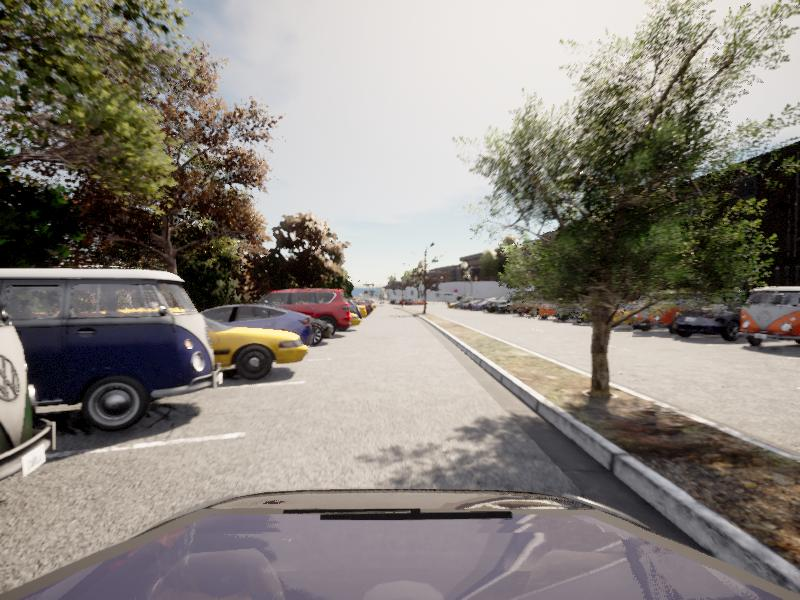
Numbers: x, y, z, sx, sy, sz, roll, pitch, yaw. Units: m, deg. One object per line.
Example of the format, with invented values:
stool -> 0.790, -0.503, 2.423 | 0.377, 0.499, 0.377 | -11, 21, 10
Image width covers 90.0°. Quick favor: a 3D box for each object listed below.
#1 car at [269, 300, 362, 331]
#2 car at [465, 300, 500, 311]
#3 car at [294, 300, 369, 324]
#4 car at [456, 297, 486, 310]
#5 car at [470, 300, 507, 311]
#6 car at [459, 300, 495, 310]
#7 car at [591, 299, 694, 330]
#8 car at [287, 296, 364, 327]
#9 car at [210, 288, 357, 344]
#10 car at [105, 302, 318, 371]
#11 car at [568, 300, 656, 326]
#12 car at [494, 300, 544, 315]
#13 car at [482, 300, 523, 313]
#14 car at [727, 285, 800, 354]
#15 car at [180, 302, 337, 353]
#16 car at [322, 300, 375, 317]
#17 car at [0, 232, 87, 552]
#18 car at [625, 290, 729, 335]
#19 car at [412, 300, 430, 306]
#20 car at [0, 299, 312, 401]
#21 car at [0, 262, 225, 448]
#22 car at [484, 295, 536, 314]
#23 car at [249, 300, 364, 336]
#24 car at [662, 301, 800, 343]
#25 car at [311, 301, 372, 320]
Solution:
car -> -4.852, 0.816, 22.900 | 4.892, 1.521, 2.231 | -1, 0, -20
car -> 12.051, 0.792, 58.452 | 4.674, 1.452, 2.002 | 1, 0, -24
car -> -4.921, 0.812, 28.834 | 5.008, 1.535, 2.097 | -1, 0, -21
car -> 11.491, 0.519, 64.422 | 4.442, 1.987, 1.878 | 1, 0, -25
car -> 12.264, 0.795, 55.435 | 4.674, 1.452, 2.002 | 1, 0, -24
car -> 11.841, 0.750, 61.463 | 4.892, 1.521, 2.231 | 1, 0, -25
car -> 13.529, 0.789, 22.306 | 5.366, 1.575, 1.946 | 1, 0, -20
car -> -4.860, 0.688, 25.878 | 4.553, 1.767, 2.185 | -1, 0, -21
car -> -4.858, 0.567, 16.946 | 5.566, 2.045, 2.435 | -1, 0, -20
car -> -4.853, 0.852, 10.995 | 4.792, 1.488, 2.163 | -1, 0, -20
car -> 13.346, 0.787, 25.249 | 5.008, 1.535, 2.097 | 1, 0, -21
car -> 12.911, 0.768, 43.367 | 5.008, 1.535, 2.097 | 1, 0, -23
car -> 12.615, 0.801, 49.408 | 4.674, 1.452, 2.002 | 1, 0, -23
car -> 13.267, 0.570, 13.153 | 4.442, 1.987, 1.878 | 1, 0, -20
car -> -4.801, 0.849, 13.998 | 4.792, 1.488, 2.163 | -1, 0, -20
car -> -5.255, 0.807, 40.679 | 5.008, 1.535, 2.097 | -1, 0, -22
car -> -4.723, 0.600, 2.121 | 4.442, 1.987, 1.878 | -1, 0, -20
car -> 13.262, 0.565, 19.178 | 4.442, 1.987, 1.878 | 1, 0, -20
car -> 5.812, 0.787, 110.991 | 4.553, 1.767, 2.185 | 0, 0, -30
car -> -4.652, 0.818, 8.098 | 5.366, 1.575, 1.946 | -1, 0, -20
car -> -4.723, 0.598, 5.099 | 4.442, 1.987, 1.878 | -1, 0, -20
car -> 12.750, 0.513, 46.371 | 5.566, 2.045, 2.435 | 1, 0, -23
car -> -4.667, 0.811, 20.000 | 5.366, 1.575, 1.946 | -1, 0, -20
car -> 13.398, 0.825, 16.223 | 4.792, 1.488, 2.163 | 1, 0, -20
car -> -5.091, 0.840, 34.743 | 4.792, 1.488, 2.163 | -1, 0, -21
